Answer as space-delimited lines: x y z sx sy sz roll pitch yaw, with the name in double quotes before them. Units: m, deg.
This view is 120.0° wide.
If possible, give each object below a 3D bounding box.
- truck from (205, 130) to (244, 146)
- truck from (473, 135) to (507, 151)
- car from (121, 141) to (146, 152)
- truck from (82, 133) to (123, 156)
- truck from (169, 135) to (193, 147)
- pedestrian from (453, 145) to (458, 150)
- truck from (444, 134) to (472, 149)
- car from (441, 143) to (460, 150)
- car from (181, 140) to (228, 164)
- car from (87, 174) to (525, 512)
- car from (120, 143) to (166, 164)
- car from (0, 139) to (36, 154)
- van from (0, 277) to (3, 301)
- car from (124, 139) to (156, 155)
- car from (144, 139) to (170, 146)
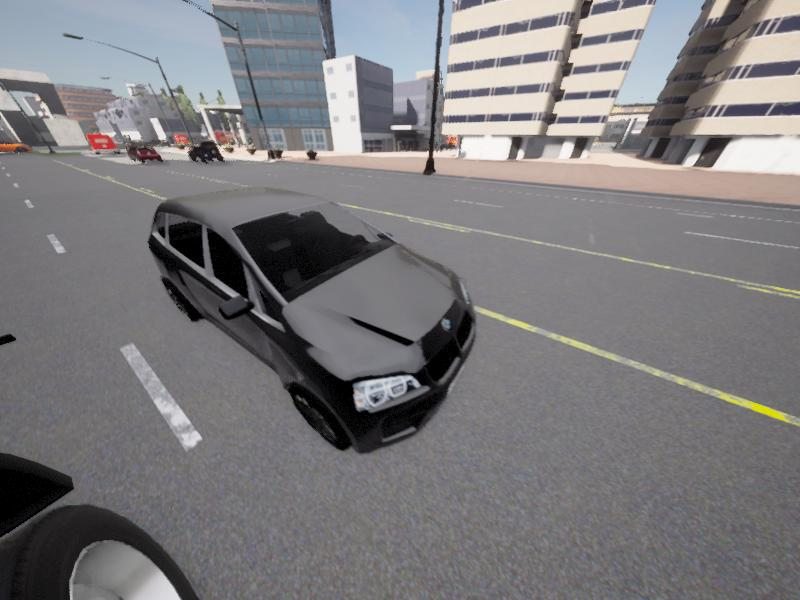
"truck" -53.508 -49.683 70.717 2.891 3.827 8.468 27 43 32
"truck" 26.780 -47.060 69.115 8.468 3.827 2.891 21 40 26
"car" -46.593 -26.988 40.498 1.789 1.549 3.705 -21 40 -27
"truck" -43.090 -22.550 33.458 5.204 2.467 2.627 27 43 32
"truck" -56.307 -40.864 59.344 5.204 2.467 2.627 24 41 30
"pedestrian" 15.078 -41.475 62.815 0.751 1.300 0.751 21 40 26
"truck" 19.784 -54.591 79.455 8.468 3.827 2.891 21 40 25
"car" 15.791 -47.978 71.980 5.238 1.638 1.930 21 40 25
"car" -19.984 -15.160 23.640 3.866 1.878 1.905 22 40 27
"car" -1.323 -0.406 3.029 4.611 1.667 2.242 22 40 27
"car" -26.665 -15.246 23.952 3.988 1.617 1.851 22 40 27
"car" -58.769 -22.859 34.336 2.097 1.767 4.553 28 43 33
"van" -8.981 -1.124 3.707 4.442 1.987 1.775 22 40 27
"car" -38.764 -22.863 34.440 4.605 1.855 1.932 25 42 30
"car" -68.164 -44.212 64.841 4.892 1.490 1.837 0 35 -1
